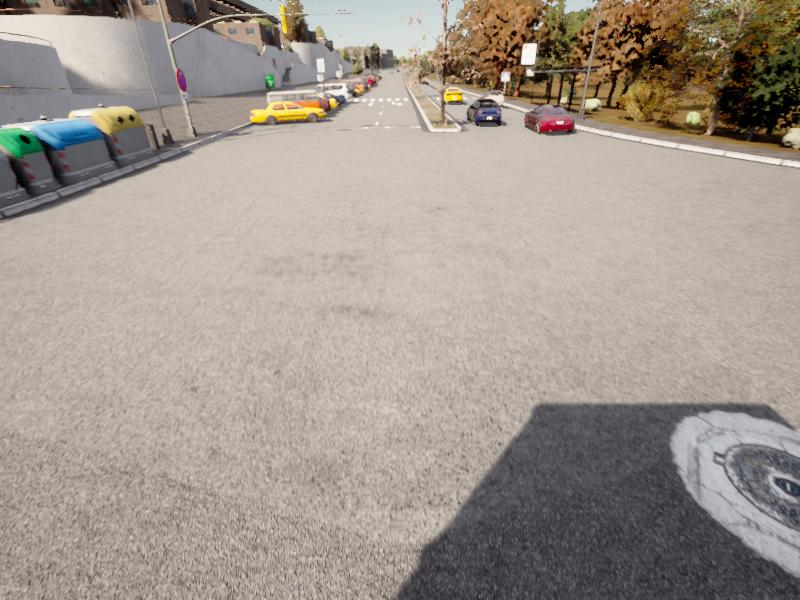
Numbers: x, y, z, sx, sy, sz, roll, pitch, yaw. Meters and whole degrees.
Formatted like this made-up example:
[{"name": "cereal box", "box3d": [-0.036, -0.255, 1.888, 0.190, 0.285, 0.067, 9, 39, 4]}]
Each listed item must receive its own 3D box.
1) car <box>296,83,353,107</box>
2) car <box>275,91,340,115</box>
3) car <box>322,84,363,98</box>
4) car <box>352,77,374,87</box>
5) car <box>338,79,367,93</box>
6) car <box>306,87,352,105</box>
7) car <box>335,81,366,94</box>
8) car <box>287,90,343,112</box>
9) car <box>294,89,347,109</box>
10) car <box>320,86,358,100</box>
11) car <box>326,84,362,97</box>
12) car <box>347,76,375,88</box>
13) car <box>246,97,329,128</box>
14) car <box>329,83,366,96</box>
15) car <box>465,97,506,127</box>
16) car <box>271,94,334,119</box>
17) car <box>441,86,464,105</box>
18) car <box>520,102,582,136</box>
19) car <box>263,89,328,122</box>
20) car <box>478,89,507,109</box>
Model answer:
[{"name": "car", "box3d": [-8.311, -22.643, 44.080, 5.566, 2.045, 2.435, -12, 32, -17]}, {"name": "car", "box3d": [-8.419, -17.933, 36.410, 5.366, 1.575, 1.946, -12, 32, -17]}, {"name": "car", "box3d": [-8.157, -29.876, 57.214, 5.366, 1.575, 1.946, -12, 31, -17]}, {"name": "car", "box3d": [-8.367, -49.439, 90.692, 4.442, 1.987, 1.878, -12, 32, -16]}, {"name": "car", "box3d": [-8.280, -37.442, 70.055, 4.442, 1.987, 1.878, -12, 31, -17]}, {"name": "car", "box3d": [-8.298, -23.918, 46.809, 4.892, 1.521, 2.231, -12, 31, -17]}, {"name": "car", "box3d": [-8.346, -35.852, 67.477, 4.553, 1.767, 2.185, -12, 31, -17]}, {"name": "car", "box3d": [-8.250, -19.456, 39.050, 4.892, 1.521, 2.231, -12, 32, -17]}, {"name": "car", "box3d": [-8.273, -20.947, 41.636, 5.008, 1.535, 2.097, -12, 31, -17]}, {"name": "car", "box3d": [-8.315, -28.324, 54.589, 4.674, 1.452, 2.002, -12, 31, -17]}, {"name": "car", "box3d": [-8.366, -31.277, 59.758, 4.792, 1.488, 2.163, -12, 31, -17]}, {"name": "car", "box3d": [-8.490, -47.915, 88.057, 5.566, 2.045, 2.435, -12, 32, -17]}, {"name": "car", "box3d": [-8.042, -13.533, 28.772, 5.366, 1.575, 1.946, -12, 31, -17]}, {"name": "car", "box3d": [-8.177, -32.824, 62.401, 5.366, 1.575, 1.946, -12, 31, -17]}, {"name": "car", "box3d": [5.698, -12.832, 27.181, 1.816, 1.474, 4.193, -1, 30, 0]}, {"name": "car", "box3d": [-8.261, -16.443, 33.887, 4.792, 1.488, 2.163, -12, 32, -17]}, {"name": "car", "box3d": [5.620, -22.182, 43.326, 1.882, 1.535, 5.008, -1, 30, 0]}, {"name": "car", "box3d": [8.717, -10.720, 23.536, 1.994, 1.385, 4.181, -1, 30, 0]}, {"name": "car", "box3d": [-8.122, -15.204, 31.224, 4.442, 1.987, 1.878, -12, 31, -17]}, {"name": "car", "box3d": [8.645, -18.949, 37.626, 1.845, 1.501, 3.633, -1, 30, 0]}]
